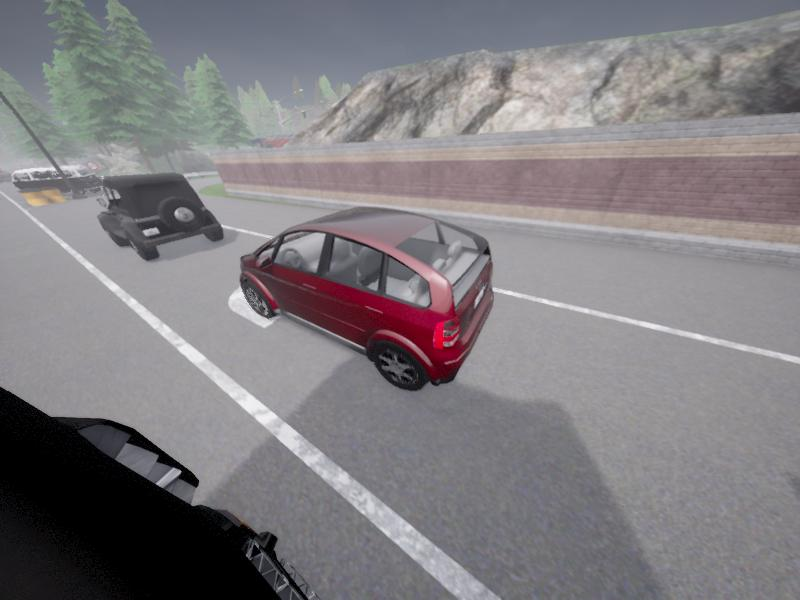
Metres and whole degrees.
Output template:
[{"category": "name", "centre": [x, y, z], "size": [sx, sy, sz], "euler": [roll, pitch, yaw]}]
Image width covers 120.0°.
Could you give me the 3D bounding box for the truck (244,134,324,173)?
[{"category": "truck", "centre": [-14.620, -19.307, 30.298], "size": [2.891, 3.827, 8.468], "euler": [17, 39, 27]}]

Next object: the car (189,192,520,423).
[{"category": "car", "centre": [-0.681, -0.410, 3.214], "size": [3.705, 1.549, 1.789], "euler": [17, 39, 27]}]

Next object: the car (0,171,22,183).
[{"category": "car", "centre": [-64.653, -20.204, 37.902], "size": [4.974, 1.542, 2.038], "euler": [17, 38, 27]}]

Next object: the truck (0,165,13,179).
[{"category": "truck", "centre": [-87.691, -27.720, 50.121], "size": [5.204, 2.467, 2.627], "euler": [17, 38, 27]}]

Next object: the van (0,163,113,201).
[{"category": "van", "centre": [-27.062, -9.421, 18.352], "size": [4.480, 2.038, 2.069], "euler": [-11, 38, -11]}]

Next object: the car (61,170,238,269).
[{"category": "car", "centre": [-6.963, -2.493, 6.522], "size": [3.866, 1.878, 1.905], "euler": [17, 38, 27]}]

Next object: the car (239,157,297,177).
[{"category": "car", "centre": [-14.421, -14.789, 25.573], "size": [2.038, 1.542, 4.974], "euler": [17, 38, 27]}]
